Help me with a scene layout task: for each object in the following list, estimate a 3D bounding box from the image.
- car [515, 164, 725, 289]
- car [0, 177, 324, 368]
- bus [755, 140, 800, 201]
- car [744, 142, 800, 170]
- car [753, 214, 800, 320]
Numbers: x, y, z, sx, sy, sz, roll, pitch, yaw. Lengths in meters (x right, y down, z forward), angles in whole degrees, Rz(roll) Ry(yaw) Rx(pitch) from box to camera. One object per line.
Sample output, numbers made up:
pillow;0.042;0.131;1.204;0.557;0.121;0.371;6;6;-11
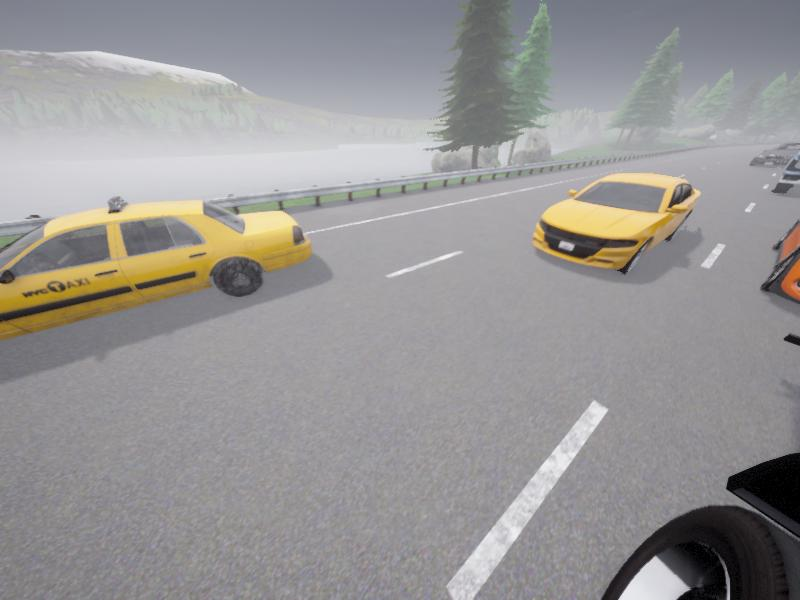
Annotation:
car;5.287;-2.117;5.502;5.008;1.535;1.882;-22;41;-28
car;-4.254;-0.690;3.555;5.366;1.575;1.801;-22;41;-28
bus;21.038;-7.138;10.082;10.273;4.253;3.944;-22;41;-28
car;31.253;-11.701;18.656;4.611;1.667;2.242;-13;37;-18
car;8.086;-0.903;3.530;4.553;1.767;2.097;-22;41;-28
